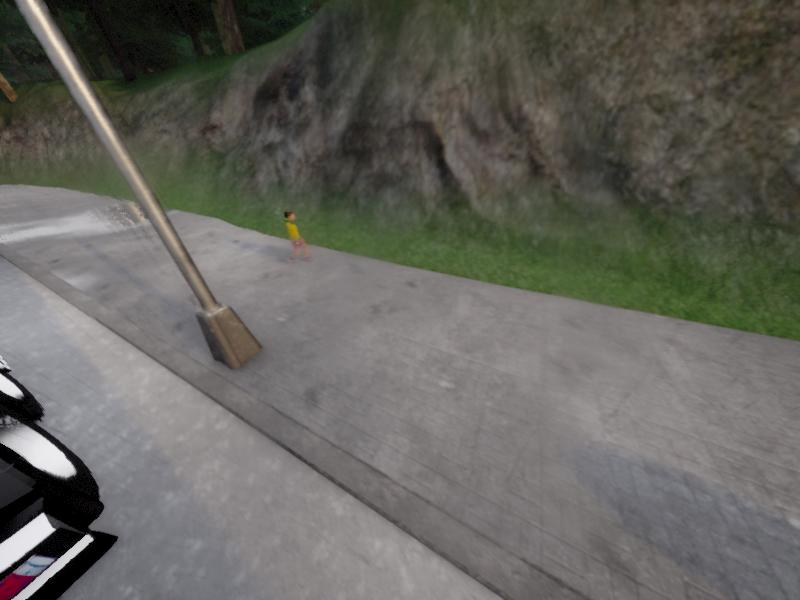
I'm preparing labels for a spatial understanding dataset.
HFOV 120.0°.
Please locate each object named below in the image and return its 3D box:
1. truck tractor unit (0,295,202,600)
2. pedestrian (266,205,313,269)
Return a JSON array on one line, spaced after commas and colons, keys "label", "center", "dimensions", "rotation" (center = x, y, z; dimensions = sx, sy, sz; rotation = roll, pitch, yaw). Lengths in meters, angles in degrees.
[{"label": "truck tractor unit", "center": [-5.166, -0.242, 0.700], "dimensions": [6.516, 4.208, 3.053], "rotation": [16, 38, 22]}, {"label": "pedestrian", "center": [-2.151, -1.257, 4.615], "dimensions": [0.500, 1.100, 0.500], "rotation": [-7, 35, -9]}]
